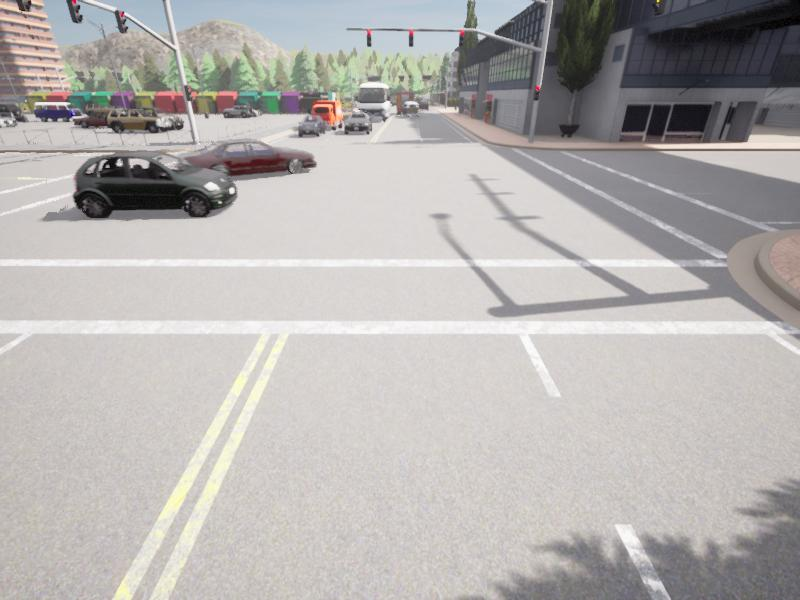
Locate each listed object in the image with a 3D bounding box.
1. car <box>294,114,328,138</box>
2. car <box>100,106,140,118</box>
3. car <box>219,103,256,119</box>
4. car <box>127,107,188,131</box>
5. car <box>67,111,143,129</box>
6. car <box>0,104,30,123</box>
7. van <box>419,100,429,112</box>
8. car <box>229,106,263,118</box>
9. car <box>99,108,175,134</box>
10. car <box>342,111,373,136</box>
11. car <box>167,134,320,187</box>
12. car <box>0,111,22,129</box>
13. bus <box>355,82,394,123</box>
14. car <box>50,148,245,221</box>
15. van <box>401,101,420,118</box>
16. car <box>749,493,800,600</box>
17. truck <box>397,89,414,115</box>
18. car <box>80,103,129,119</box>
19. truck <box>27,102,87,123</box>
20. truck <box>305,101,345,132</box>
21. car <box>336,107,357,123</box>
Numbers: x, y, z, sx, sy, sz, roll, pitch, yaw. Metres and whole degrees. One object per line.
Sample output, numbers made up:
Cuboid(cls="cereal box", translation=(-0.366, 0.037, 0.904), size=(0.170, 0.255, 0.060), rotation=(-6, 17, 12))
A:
Cuboid(cls="car", translation=(-7.089, -14.035, 32.215), size=(1.845, 1.501, 3.633), rotation=(0, 27, 1))
Cuboid(cls="car", translation=(-38.813, -26.136, 55.479), size=(3.905, 1.438, 1.784), rotation=(0, 27, 0))
Cuboid(cls="car", translation=(-21.362, -24.990, 52.799), size=(3.866, 1.878, 1.905), rotation=(0, 27, 0))
Cuboid(cls="car", translation=(-21.360, -16.015, 35.349), size=(3.866, 1.878, 1.905), rotation=(0, 27, 0))
Cuboid(cls="car", translation=(-27.796, -17.055, 37.881), size=(5.357, 1.415, 2.033), rotation=(0, 27, 0))
Cuboid(cls="car", translation=(-45.220, -21.239, 45.504), size=(3.866, 1.878, 1.905), rotation=(0, 27, 0))
Cuboid(cls="van", translation=(4.803, -38.709, 79.685), size=(1.775, 1.987, 4.442), rotation=(1, 27, 1))
Cuboid(cls="car", translation=(-21.346, -26.102, 55.483), size=(3.806, 1.475, 1.970), rotation=(0, 27, 0))
Cuboid(cls="car", translation=(-21.420, -14.693, 32.774), size=(4.605, 1.855, 1.932), rotation=(0, 27, 0))
Cuboid(cls="car", translation=(-3.564, -15.385, 34.740), size=(2.152, 1.651, 5.027), rotation=(0, 27, 0))
Cuboid(cls="car", translation=(-6.232, -5.808, 16.368), size=(5.357, 1.411, 2.033), rotation=(-16, 31, -28))
Cuboid(cls="car", translation=(-38.822, -17.054, 37.892), size=(3.806, 1.475, 1.970), rotation=(0, 27, 0))
Cuboid(cls="bus", translation=(-2.970, -24.843, 50.254), size=(3.944, 4.253, 10.273), rotation=(1, 27, 1))
Cuboid(cls="car", translation=(-6.816, -3.308, 11.277), size=(3.988, 1.617, 1.851), rotation=(-1, 27, -2))
Cuboid(cls="van", translation=(1.531, -28.208, 59.220), size=(2.069, 2.038, 4.480), rotation=(-4, 28, -7))
Cuboid(cls="car", translation=(3.501, 2.268, 0.697), size=(1.994, 1.385, 4.181), rotation=(0, 27, 0))
Cuboid(cls="truck", translation=(1.007, -34.523, 69.532), size=(2.891, 3.827, 8.468), rotation=(1, 27, 1))
Cuboid(cls="car", translation=(-38.882, -24.998, 52.807), size=(4.605, 1.855, 1.932), rotation=(0, 27, 0))
Cuboid(cls="truck", translation=(-38.840, -21.324, 45.457), size=(4.478, 2.038, 2.069), rotation=(0, 27, 0))
Cuboid(cls="truck", translation=(-6.973, -17.560, 38.044), size=(2.627, 2.467, 5.204), rotation=(1, 27, 1))
Cuboid(cls="car", translation=(-6.619, -23.189, 49.957), size=(1.801, 1.575, 5.366), rotation=(1, 27, 2))
